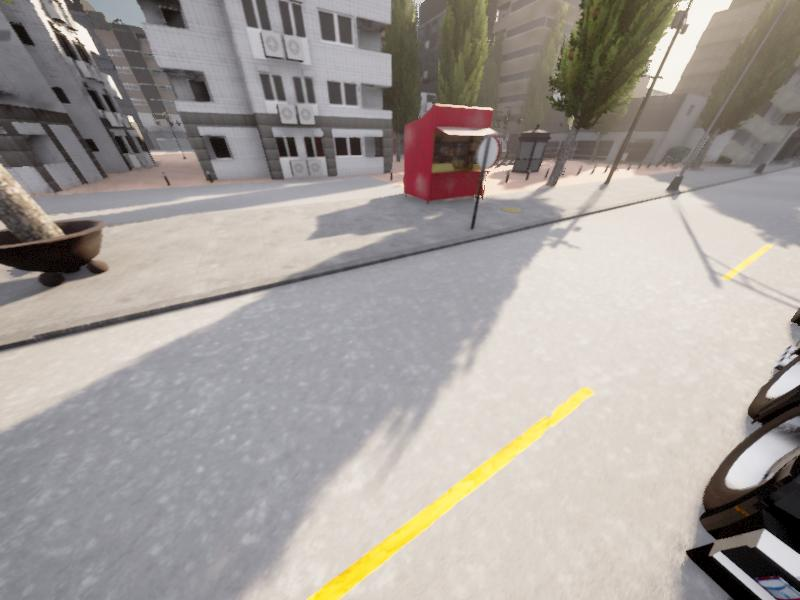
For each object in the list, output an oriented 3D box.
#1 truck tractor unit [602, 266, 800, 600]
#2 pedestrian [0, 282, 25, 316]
[{"bbox_3d":[5.113,-0.298,0.781,6.516,4.208,3.053,-18,39,-24],"label":"truck tractor unit"},{"bbox_3d":[-6.229,-0.465,2.765,0.751,1.860,0.751,-3,35,-5],"label":"pedestrian"}]
